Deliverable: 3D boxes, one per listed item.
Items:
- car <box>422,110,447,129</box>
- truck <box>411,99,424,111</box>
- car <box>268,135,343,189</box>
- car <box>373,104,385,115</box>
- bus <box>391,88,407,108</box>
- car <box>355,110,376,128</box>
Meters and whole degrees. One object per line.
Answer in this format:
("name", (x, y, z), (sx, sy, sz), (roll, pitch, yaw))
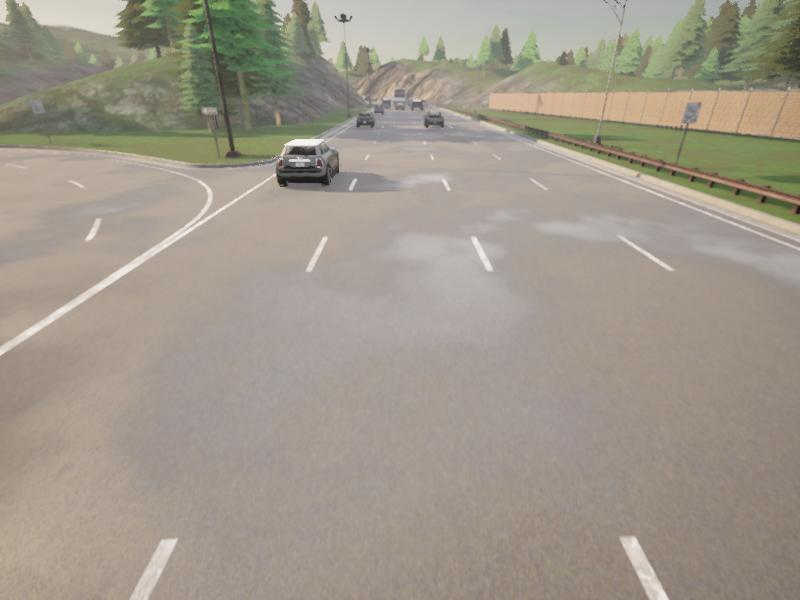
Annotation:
("car", (3.468, -18.706, 41.310), (2.128, 1.511, 4.902), (0, 27, 0))
("truck", (3.517, -40.787, 83.579), (2.390, 2.098, 6.274), (0, 27, 0))
("car", (-3.516, -5.490, 15.671), (1.970, 1.475, 3.806), (0, 27, 0))
("car", (-3.546, -32.634, 68.372), (1.851, 1.617, 3.988), (0, 27, 0))
("bus", (-0.226, -51.718, 102.472), (3.944, 4.253, 10.273), (0, 27, 0))
("car", (-3.533, -18.924, 41.784), (1.816, 1.474, 4.193), (0, 27, 0))
